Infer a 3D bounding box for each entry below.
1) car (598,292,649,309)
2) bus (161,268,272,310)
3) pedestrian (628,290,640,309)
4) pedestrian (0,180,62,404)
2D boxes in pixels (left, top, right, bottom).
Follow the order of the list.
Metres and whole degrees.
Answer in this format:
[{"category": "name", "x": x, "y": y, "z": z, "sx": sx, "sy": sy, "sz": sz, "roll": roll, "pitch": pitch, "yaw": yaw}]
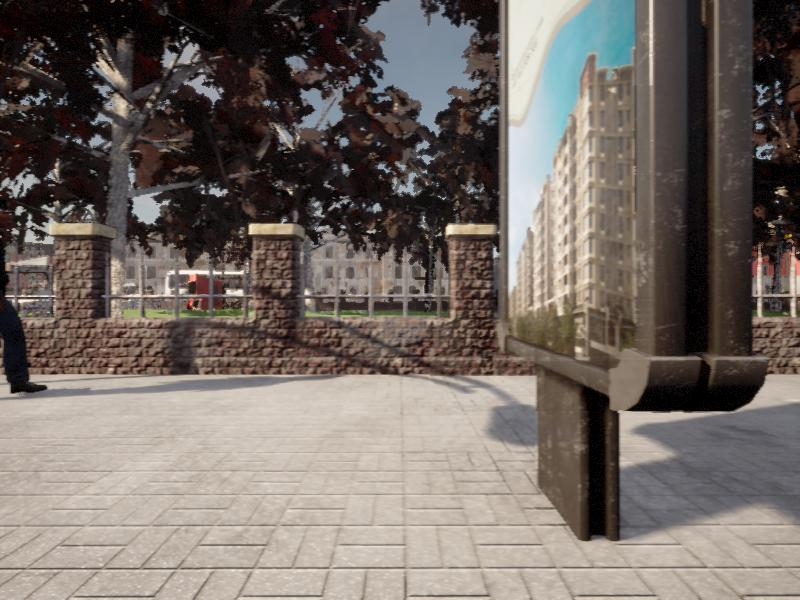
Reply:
[{"category": "car", "x": 24.573, "y": 0.043, "z": 44.065, "sx": 4.605, "sy": 1.855, "sz": 1.932, "roll": 0, "pitch": 0, "yaw": 0}, {"category": "bus", "x": -19.921, "y": -1.132, "z": 44.033, "sx": 10.273, "sy": 4.253, "sz": 3.944, "roll": 1, "pitch": 0, "yaw": 0}, {"category": "pedestrian", "x": 22.692, "y": -0.076, "z": 38.865, "sx": 0.751, "sy": 1.860, "sz": 0.751, "roll": 0, "pitch": 0, "yaw": 4}, {"category": "pedestrian", "x": -3.671, "y": -0.065, "z": 3.592, "sx": 0.751, "sy": 1.860, "sz": 0.751, "roll": 0, "pitch": 0, "yaw": -19}]
